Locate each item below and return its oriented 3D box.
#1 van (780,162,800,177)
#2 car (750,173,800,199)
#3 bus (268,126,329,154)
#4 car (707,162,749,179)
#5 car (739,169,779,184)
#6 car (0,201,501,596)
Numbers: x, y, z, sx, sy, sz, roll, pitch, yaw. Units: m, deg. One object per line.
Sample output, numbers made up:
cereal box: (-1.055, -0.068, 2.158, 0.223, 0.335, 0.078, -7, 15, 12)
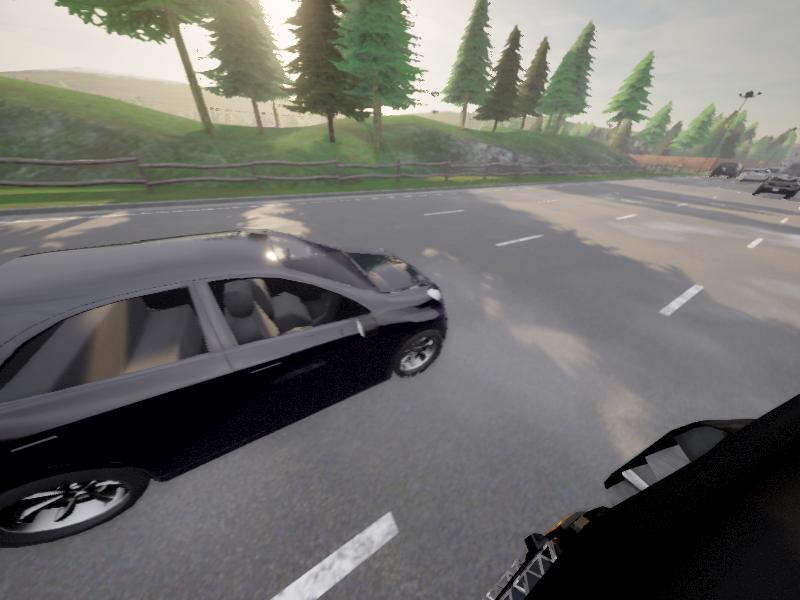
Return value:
van: (83.284, -27.470, 48.569, 5.915, 2.561, 1.988, -17, 38, -26)
car: (30.233, -9.058, 18.276, 4.193, 1.474, 1.816, -16, 38, -26)
bus: (-20.804, -33.055, 47.939, 10.273, 4.253, 3.944, -17, 38, -26)
car: (48.881, -19.302, 34.390, 5.566, 2.045, 2.150, -17, 38, -26)
car: (46.788, -16.192, 30.110, 3.806, 1.475, 1.970, -17, 38, -26)
car: (-1.191, 0.129, 2.259, 3.633, 1.501, 1.845, -16, 38, -26)
